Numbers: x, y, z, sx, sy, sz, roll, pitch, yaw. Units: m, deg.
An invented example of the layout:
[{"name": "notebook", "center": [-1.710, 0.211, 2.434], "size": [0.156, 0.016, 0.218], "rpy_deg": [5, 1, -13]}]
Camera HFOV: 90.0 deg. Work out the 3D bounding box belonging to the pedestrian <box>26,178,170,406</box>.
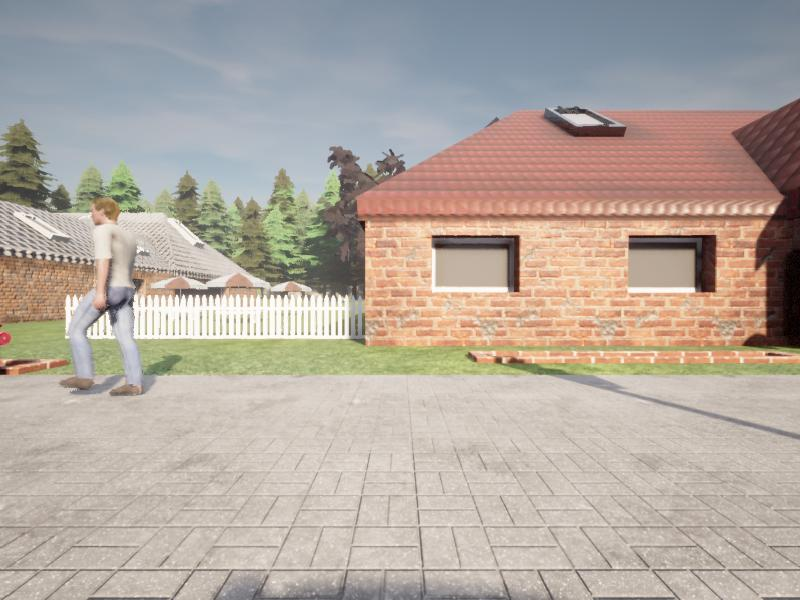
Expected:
[{"name": "pedestrian", "center": [-2.680, -0.067, 3.647], "size": [0.751, 1.860, 0.751], "rpy_deg": [0, 0, -1]}]
